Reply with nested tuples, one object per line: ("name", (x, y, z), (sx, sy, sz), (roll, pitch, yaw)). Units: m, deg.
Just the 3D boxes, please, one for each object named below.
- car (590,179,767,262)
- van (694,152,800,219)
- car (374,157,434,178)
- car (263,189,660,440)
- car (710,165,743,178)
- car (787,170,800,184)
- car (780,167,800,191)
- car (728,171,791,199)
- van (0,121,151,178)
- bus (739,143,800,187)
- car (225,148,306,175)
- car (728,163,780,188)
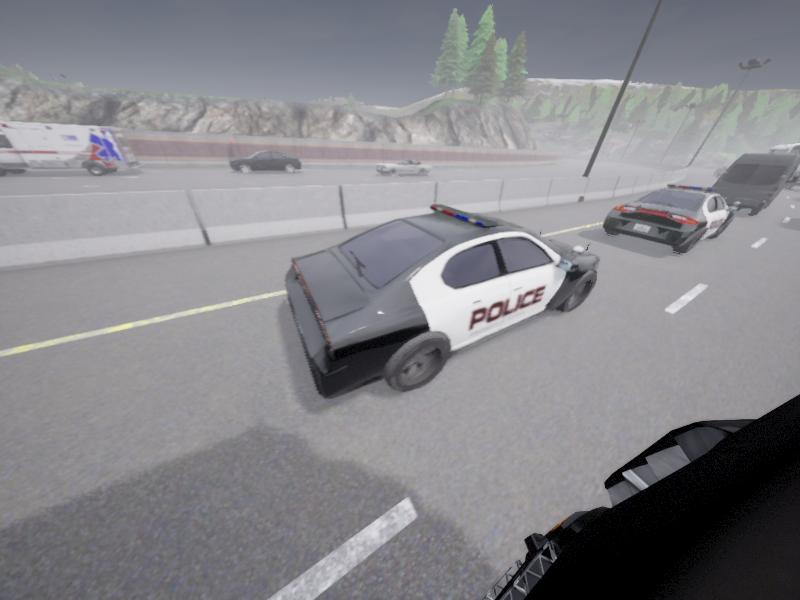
("car", (8.744, -2.753, 7.272), (4.974, 1.542, 2.038), (-16, 38, -26))
("van", (18.609, -6.167, 12.152), (5.915, 2.561, 1.988), (-18, 39, -27))
("car", (0.350, -11.410, 19.852), (4.718, 1.301, 1.895), (-16, 38, -25))
("car", (1.071, -0.531, 3.412), (4.974, 1.542, 2.038), (-16, 38, -26))
("car", (51.351, -20.317, 36.422), (1.851, 1.617, 3.988), (28, 41, 32))
("car", (54.176, -16.142, 30.443), (2.007, 1.525, 4.514), (29, 42, 33))
("car", (40.233, -11.872, 22.765), (3.866, 1.878, 1.905), (-25, 42, -34))
("car", (28.285, -9.194, 18.259), (4.514, 1.525, 2.007), (-21, 40, -31))
("van", (-19.325, -8.469, 13.073), (6.366, 2.431, 2.351), (-16, 38, -26))
("bus", (49.706, -17.633, 29.924), (3.944, 4.253, 10.273), (30, 43, 34))
("car", (-10.266, -10.732, 17.887), (5.008, 1.535, 1.882), (-16, 38, -26))
("car", (39.079, -13.977, 25.695), (5.566, 2.045, 2.150), (-25, 42, -34))
